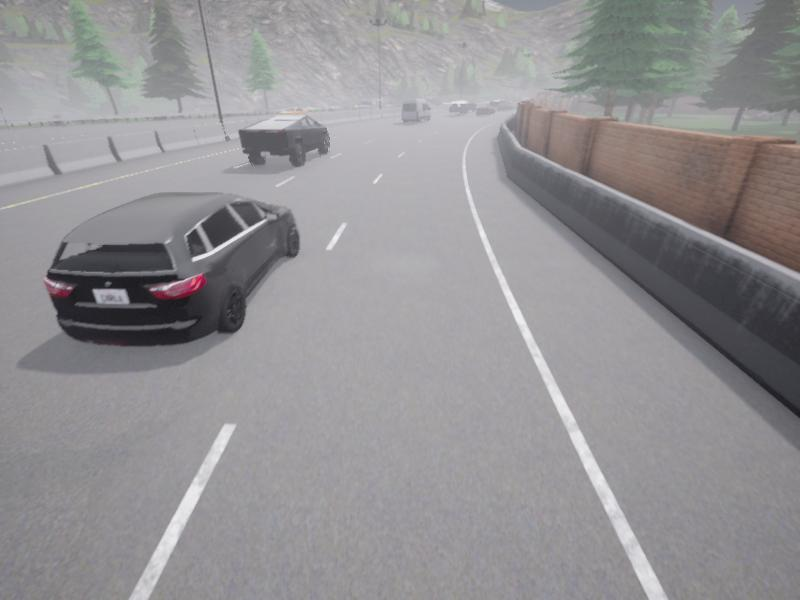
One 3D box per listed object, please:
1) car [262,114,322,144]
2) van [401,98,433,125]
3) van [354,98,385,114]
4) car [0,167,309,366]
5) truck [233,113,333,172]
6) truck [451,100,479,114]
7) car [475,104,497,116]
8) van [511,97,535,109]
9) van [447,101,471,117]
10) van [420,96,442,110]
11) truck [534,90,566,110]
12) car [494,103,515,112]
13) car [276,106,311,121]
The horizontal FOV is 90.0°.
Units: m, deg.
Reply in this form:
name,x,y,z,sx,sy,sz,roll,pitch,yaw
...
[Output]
name,x,y,z,sx,sy,sz,roll,pitch,yaw
car,-7.651,-12.405,28.914,2.242,1.667,4.611,5,28,11
van,2.057,-22.314,47.214,1.988,2.561,5.915,9,29,18
van,-5.293,-34.475,70.978,2.351,2.431,6.366,13,30,24
car,-3.315,-0.994,6.727,2.242,1.667,4.611,1,27,3
truck,-5.448,-8.034,19.944,2.390,2.098,6.274,3,27,6
truck,11.844,-35.204,72.731,2.390,2.098,6.274,16,31,29
car,13.577,-29.862,62.962,1.882,1.535,5.008,14,30,26
van,28.545,-45.748,92.836,2.351,2.431,6.366,22,34,36
van,9.141,-29.635,61.985,2.069,2.038,4.480,13,30,24
van,6.945,-43.652,88.638,1.988,2.561,5.915,17,32,30
truck,32.741,-43.702,87.325,2.891,3.827,8.468,22,34,36
car,20.787,-38.252,79.361,2.128,1.511,4.902,18,33,32
car,-14.148,-24.915,53.393,1.882,1.535,5.008,9,29,18
